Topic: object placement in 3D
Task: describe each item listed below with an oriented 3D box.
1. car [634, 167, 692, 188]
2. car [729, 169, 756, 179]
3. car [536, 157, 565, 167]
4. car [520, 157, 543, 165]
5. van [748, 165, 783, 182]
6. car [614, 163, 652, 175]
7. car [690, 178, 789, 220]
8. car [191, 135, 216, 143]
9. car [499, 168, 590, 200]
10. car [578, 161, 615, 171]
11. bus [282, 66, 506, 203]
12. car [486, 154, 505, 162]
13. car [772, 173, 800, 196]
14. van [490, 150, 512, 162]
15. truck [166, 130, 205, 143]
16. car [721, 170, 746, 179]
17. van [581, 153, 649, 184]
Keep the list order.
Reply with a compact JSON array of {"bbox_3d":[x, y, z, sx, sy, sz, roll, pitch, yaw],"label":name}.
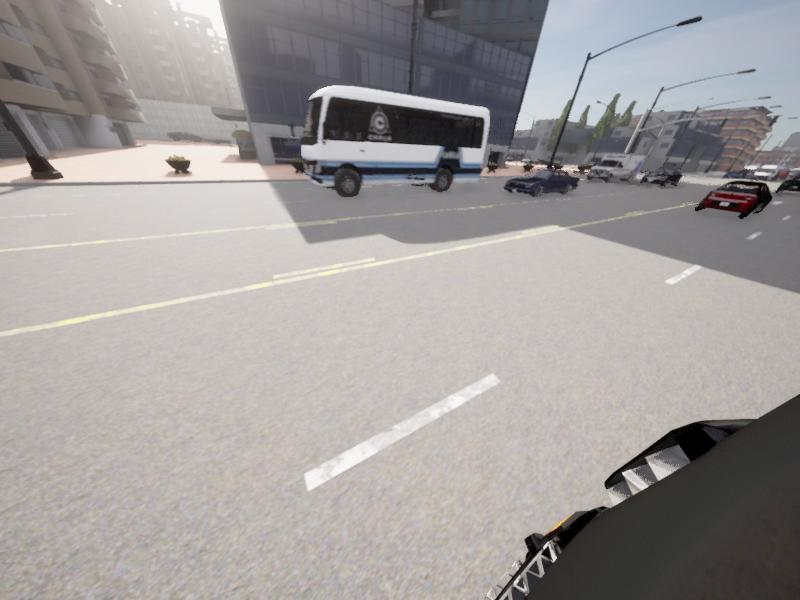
[{"bbox_3d":[25.592,-11.974,22.511,4.902,1.511,2.128,-15,38,-25],"label":"car"},{"bbox_3d":[72.626,-26.735,48.997,5.238,1.638,1.930,-15,38,-25],"label":"car"},{"bbox_3d":[33.431,-30.812,51.636,1.882,1.535,5.008,-14,37,-25],"label":"car"},{"bbox_3d":[33.144,-35.064,58.184,2.007,1.525,4.514,-14,37,-25],"label":"car"},{"bbox_3d":[68.908,-23.906,43.562,5.915,2.561,1.988,-15,37,-26],"label":"van"},{"bbox_3d":[40.876,-23.012,40.608,1.994,1.385,4.181,-15,38,-27],"label":"car"},{"bbox_3d":[17.376,-5.270,11.842,4.193,1.474,1.816,-15,38,-25],"label":"car"},{"bbox_3d":[-55.106,-45.319,64.956,4.856,1.649,2.033,-14,37,-24],"label":"car"},{"bbox_3d":[9.042,-7.385,14.477,5.357,1.411,2.033,-15,38,-25],"label":"car"},{"bbox_3d":[40.257,-27.601,47.521,2.033,1.411,5.357,-14,37,-25],"label":"car"},{"bbox_3d":[-0.003,-8.218,12.473,10.273,4.253,3.944,-15,38,-25],"label":"bus"},{"bbox_3d":[25.795,-38.317,62.400,1.816,1.474,4.193,-21,40,-32],"label":"car"},{"bbox_3d":[37.916,-10.942,21.814,5.238,1.638,1.930,-15,38,-25],"label":"car"},{"bbox_3d":[28.762,-41.040,65.852,1.988,2.561,5.915,-7,35,-16],"label":"van"},{"bbox_3d":[-52.122,-39.741,56.307,6.274,2.098,2.390,-14,37,-24],"label":"truck"},{"bbox_3d":[66.536,-25.047,46.057,4.193,1.474,1.816,-15,37,-26],"label":"car"},{"bbox_3d":[22.407,-13.700,24.041,6.366,2.431,2.351,-15,38,-25],"label":"van"}]
